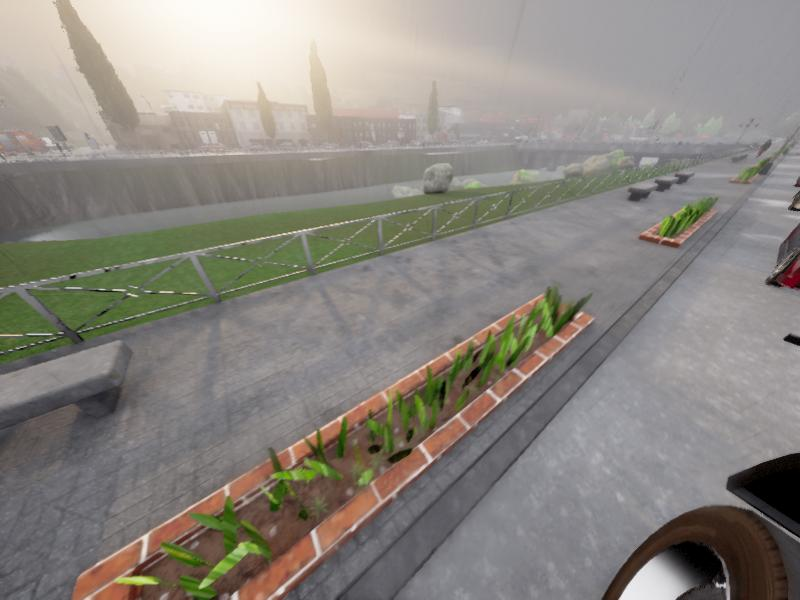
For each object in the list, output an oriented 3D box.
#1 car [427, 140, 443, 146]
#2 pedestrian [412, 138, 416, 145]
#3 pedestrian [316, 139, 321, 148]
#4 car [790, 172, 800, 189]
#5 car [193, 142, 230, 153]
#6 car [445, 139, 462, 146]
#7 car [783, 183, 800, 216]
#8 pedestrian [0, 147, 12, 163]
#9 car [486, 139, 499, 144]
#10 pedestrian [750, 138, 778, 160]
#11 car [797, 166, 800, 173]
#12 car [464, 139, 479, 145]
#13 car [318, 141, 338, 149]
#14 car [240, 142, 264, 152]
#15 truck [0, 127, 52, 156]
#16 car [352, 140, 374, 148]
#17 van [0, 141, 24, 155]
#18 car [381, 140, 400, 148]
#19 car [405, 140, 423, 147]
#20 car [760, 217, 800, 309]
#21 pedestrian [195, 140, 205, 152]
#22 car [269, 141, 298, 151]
[{"bbox_3d":[10.682,-48.047,70.612,5.008,1.535,1.882,-22,41,-28],"label":"car"},{"bbox_3d":[4.490,-50.704,73.951,0.751,1.860,0.751,-23,41,-28],"label":"pedestrian"},{"bbox_3d":[-20.703,-39.910,58.856,0.751,1.860,0.751,-19,39,-24],"label":"pedestrian"},{"bbox_3d":[22.398,-6.608,11.766,4.514,1.525,2.007,-22,41,-28],"label":"car"},{"bbox_3d":[-35.849,-29.100,44.059,5.027,1.651,2.152,-22,41,-28],"label":"car"},{"bbox_3d":[17.317,-50.796,74.364,5.238,1.638,1.930,-22,41,-28],"label":"car"},{"bbox_3d":[15.810,-3.923,8.014,4.514,1.525,2.007,-22,41,-28],"label":"car"},{"bbox_3d":[-45.187,-16.520,25.876,0.751,1.860,0.751,-22,41,-28],"label":"pedestrian"},{"bbox_3d":[33.452,-57.322,83.602,4.892,1.490,1.837,-22,41,-28],"label":"car"},{"bbox_3d":[38.121,-15.840,24.212,0.751,1.860,0.751,-23,41,-28],"label":"pedestrian"},{"bbox_3d":[31.108,-10.138,16.743,4.193,1.474,1.816,-22,41,-28],"label":"car"},{"bbox_3d":[24.136,-53.522,78.291,4.892,1.490,1.837,-22,41,-28],"label":"car"},{"bbox_3d":[-17.022,-36.722,54.836,3.806,1.475,1.970,-22,41,-28],"label":"car"},{"bbox_3d":[-30.276,-31.314,47.279,3.806,1.475,1.970,-22,41,-28],"label":"car"},{"bbox_3d":[-67.362,-28.042,40.906,2.891,3.827,8.468,-22,41,-28],"label":"truck"},{"bbox_3d":[-9.372,-39.908,59.148,5.238,1.638,1.930,-22,41,-28],"label":"car"},{"bbox_3d":[-73.443,-28.268,42.835,2.069,2.038,4.480,-22,41,-28],"label":"van"},{"bbox_3d":[-2.482,-42.723,63.076,4.856,1.649,2.033,-22,41,-28],"label":"car"},{"bbox_3d":[4.044,-45.362,66.812,4.974,1.542,2.038,-22,41,-28],"label":"car"},{"bbox_3d":[8.400,-0.838,3.839,4.181,1.385,1.994,-22,41,-28],"label":"car"},{"bbox_3d":[-38.930,-30.004,44.938,0.751,1.860,0.751,-15,38,-20],"label":"pedestrian"},{"bbox_3d":[-25.209,-33.450,50.123,5.238,1.638,1.930,-22,41,-28],"label":"car"}]
